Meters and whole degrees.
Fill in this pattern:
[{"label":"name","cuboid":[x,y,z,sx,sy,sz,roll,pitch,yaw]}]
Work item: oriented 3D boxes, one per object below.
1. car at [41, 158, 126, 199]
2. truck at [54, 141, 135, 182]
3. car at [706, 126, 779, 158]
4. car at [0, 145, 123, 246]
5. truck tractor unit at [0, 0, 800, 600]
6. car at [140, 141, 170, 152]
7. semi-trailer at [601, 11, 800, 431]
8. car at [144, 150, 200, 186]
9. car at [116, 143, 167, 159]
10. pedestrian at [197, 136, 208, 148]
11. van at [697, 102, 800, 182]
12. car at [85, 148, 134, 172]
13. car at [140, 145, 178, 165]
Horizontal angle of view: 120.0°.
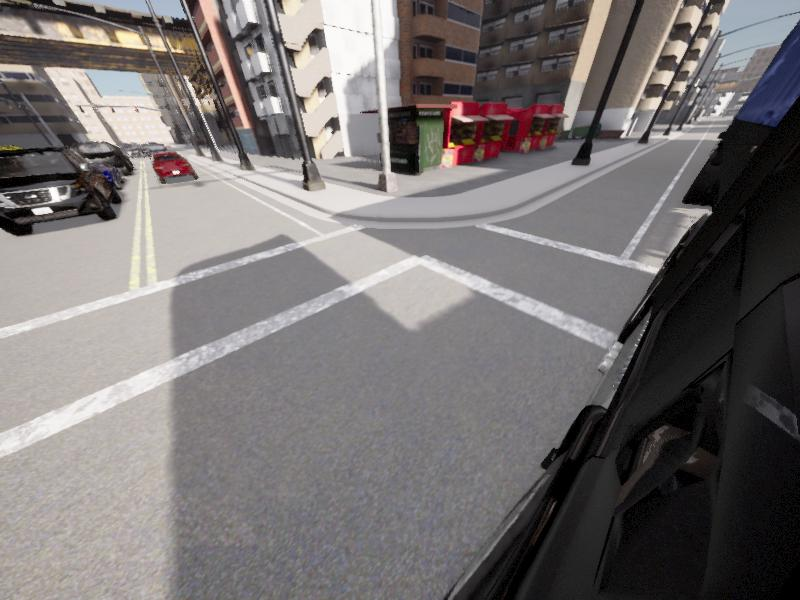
[{"label":"car","cuboid":[-16.731,-6.720,12.529,1.895,1.301,4.718,-30,45,-31]},{"label":"truck","cuboid":[-22.164,-10.459,17.174,2.390,2.098,6.274,-30,45,-31]},{"label":"car","cuboid":[23.203,-10.937,15.860,4.902,1.511,2.128,-30,45,-32]},{"label":"car","cuboid":[-11.798,-3.917,7.868,2.150,2.045,5.566,-30,45,-31]},{"label":"truck tractor unit","cuboid":[2.645,-0.295,0.351,6.516,4.208,3.053,-28,44,-30]},{"label":"car","cuboid":[-47.869,-29.929,45.083,4.974,1.542,2.038,16,41,23]},{"label":"semi-trailer","cuboid":[8.549,-3.689,4.388,14.254,4.402,2.717,-30,45,-32]},{"label":"car","cuboid":[-14.375,-8.429,14.517,1.812,1.442,4.674,-30,45,-31]},{"label":"car","cuboid":[-37.379,-21.773,33.653,2.128,1.511,4.902,-3,37,-1]},{"label":"pedestrian","cuboid":[-39.931,-31.889,46.653,0.751,1.860,0.751,15,41,22]},{"label":"van","cuboid":[16.346,-7.341,10.560,6.366,2.431,2.351,-30,45,-32]},{"label":"car","cuboid":[-27.008,-13.242,21.692,2.163,1.488,4.792,-30,45,-31]},{"label":"car","cuboid":[-26.266,-15.891,25.155,2.163,1.488,4.792,-32,46,-33]}]
